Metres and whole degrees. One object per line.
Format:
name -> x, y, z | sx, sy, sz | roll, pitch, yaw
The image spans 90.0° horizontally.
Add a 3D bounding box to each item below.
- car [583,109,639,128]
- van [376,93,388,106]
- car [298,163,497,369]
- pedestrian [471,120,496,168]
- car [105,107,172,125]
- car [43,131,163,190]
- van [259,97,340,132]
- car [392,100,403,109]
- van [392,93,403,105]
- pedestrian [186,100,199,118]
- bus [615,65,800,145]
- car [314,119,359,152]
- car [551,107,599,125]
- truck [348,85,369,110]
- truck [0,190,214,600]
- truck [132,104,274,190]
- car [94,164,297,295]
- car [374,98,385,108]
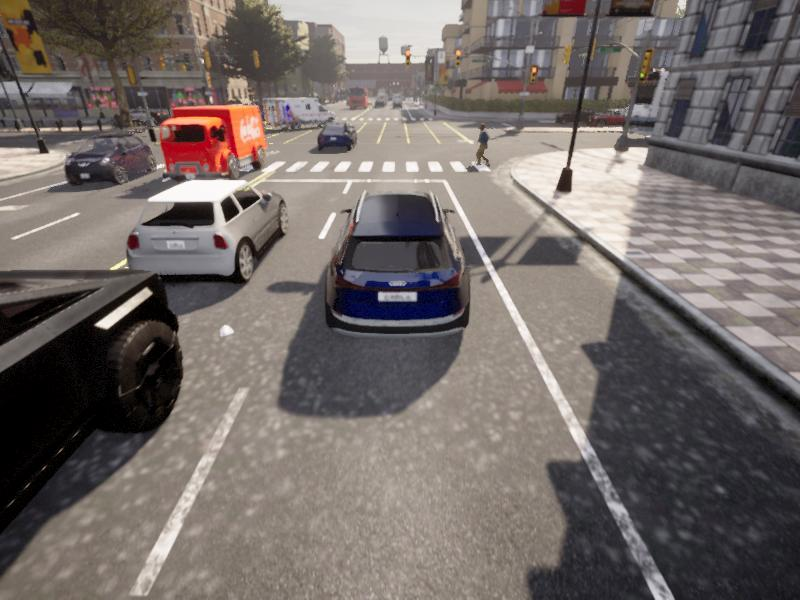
car -> 19.272, -16.645, 36.650 | 3.806, 1.475, 1.970 | 0, 28, 0
van -> -4.084, -46.150, 92.032 | 2.351, 2.431, 6.366 | 0, 28, 0
car -> -0.037, -1.019, 6.626 | 2.033, 1.649, 4.856 | 0, 28, 0
pedestrian -> 3.583, -6.766, 17.308 | 0.751, 1.860, 0.751 | -1, 28, -2
car -> -25.924, -18.303, 39.779 | 4.974, 1.542, 2.038 | -1, 28, -1
car -> -10.762, -5.288, 14.896 | 1.845, 1.501, 3.633 | -2, 28, -5
van -> -8.528, -16.155, 34.703 | 2.351, 2.431, 6.366 | 23, 36, 37
car -> -0.481, -37.324, 76.267 | 2.033, 1.411, 5.357 | 0, 28, 0
van -> -0.597, -47.223, 94.081 | 2.351, 2.431, 6.366 | 0, 28, 0
pedestrian -> -24.265, -22.373, 46.831 | 0.751, 1.860, 0.751 | 2, 28, 4
bus -> 20.651, -12.693, 26.116 | 10.273, 4.253, 3.944 | 0, 27, 2
car -> -3.651, -9.825, 23.744 | 1.994, 1.385, 4.181 | 0, 28, 0
car -> 17.337, -18.300, 39.733 | 3.705, 1.549, 1.789 | 0, 28, 0
truck -> -7.468, -36.769, 72.594 | 2.891, 3.827, 8.468 | 0, 28, 0
truck -> -3.509, 1.277, 1.731 | 2.390, 2.098, 6.274 | 0, 28, 0
truck -> -7.050, -6.065, 15.369 | 2.627, 2.467, 5.204 | 0, 28, 0
car -> -3.544, -1.613, 7.928 | 1.970, 1.475, 3.806 | 0, 28, 0
car -> -4.007, -39.414, 80.014 | 1.930, 1.638, 5.238 | 0, 28, 0
